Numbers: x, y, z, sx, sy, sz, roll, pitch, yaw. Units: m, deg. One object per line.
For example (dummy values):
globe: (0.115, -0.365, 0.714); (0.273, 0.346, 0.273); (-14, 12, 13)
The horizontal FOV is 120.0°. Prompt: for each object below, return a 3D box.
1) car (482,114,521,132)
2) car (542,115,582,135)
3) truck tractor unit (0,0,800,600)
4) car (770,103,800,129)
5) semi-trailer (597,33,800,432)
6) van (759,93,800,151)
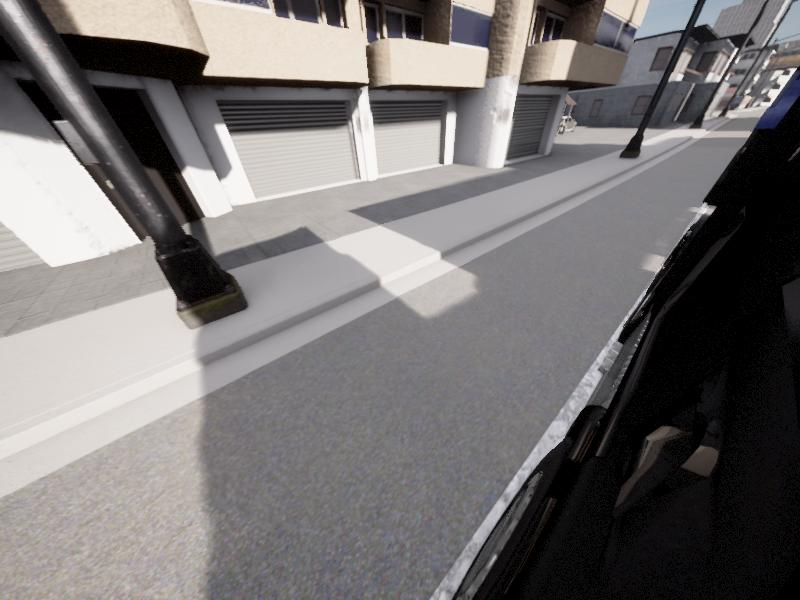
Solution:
car: (13.620, -23.690, 30.939); (5.027, 1.636, 2.152); (-28, 44, -28)
car: (17.889, -19.330, 25.495); (3.806, 1.475, 1.970); (-29, 44, -27)
truck tractor unit: (2.645, -0.295, 0.351); (6.516, 4.208, 3.053); (-28, 44, -30)
car: (34.513, -15.972, 19.953); (4.902, 1.511, 2.128); (-29, 44, -28)
semi-trailer: (8.745, -3.597, 4.144); (14.254, 4.402, 2.717); (-28, 44, -29)
van: (24.032, -10.533, 13.428); (6.366, 2.431, 2.351); (-29, 44, -28)
